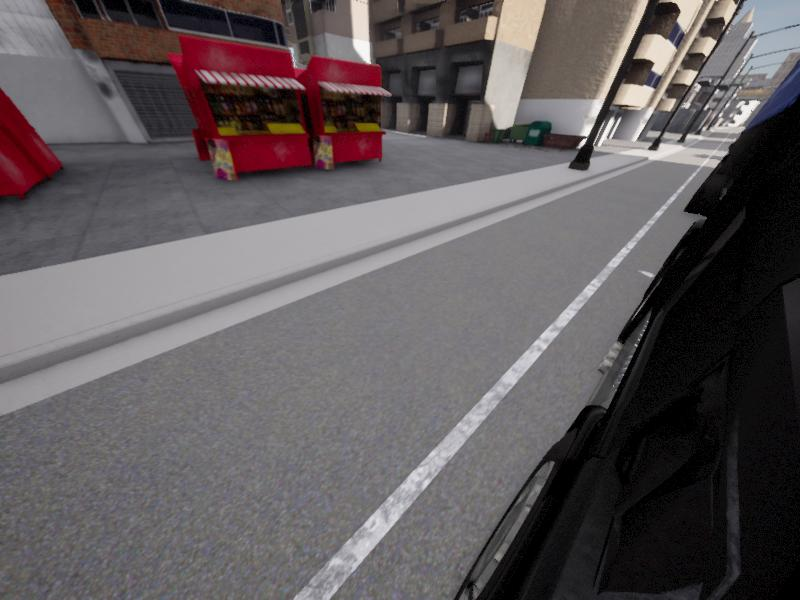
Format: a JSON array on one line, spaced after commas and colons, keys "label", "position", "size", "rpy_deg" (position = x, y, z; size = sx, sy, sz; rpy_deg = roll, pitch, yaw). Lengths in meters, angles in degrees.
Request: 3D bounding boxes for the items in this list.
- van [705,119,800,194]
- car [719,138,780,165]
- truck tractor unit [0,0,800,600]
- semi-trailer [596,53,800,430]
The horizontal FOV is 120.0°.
[{"label": "van", "position": [18.131, -7.329, 11.499], "size": [6.366, 2.431, 2.351], "rpy_deg": [-27, 48, -32]}, {"label": "car", "position": [28.801, -12.410, 19.163], "size": [4.902, 1.511, 2.128], "rpy_deg": [-27, 48, -32]}, {"label": "truck tractor unit", "position": [2.645, -0.295, 0.351], "size": [6.516, 4.208, 3.053], "rpy_deg": [-28, 43, -30]}, {"label": "semi-trailer", "position": [8.769, -3.378, 4.407], "size": [14.254, 4.402, 2.717], "rpy_deg": [-26, 47, -32]}]
